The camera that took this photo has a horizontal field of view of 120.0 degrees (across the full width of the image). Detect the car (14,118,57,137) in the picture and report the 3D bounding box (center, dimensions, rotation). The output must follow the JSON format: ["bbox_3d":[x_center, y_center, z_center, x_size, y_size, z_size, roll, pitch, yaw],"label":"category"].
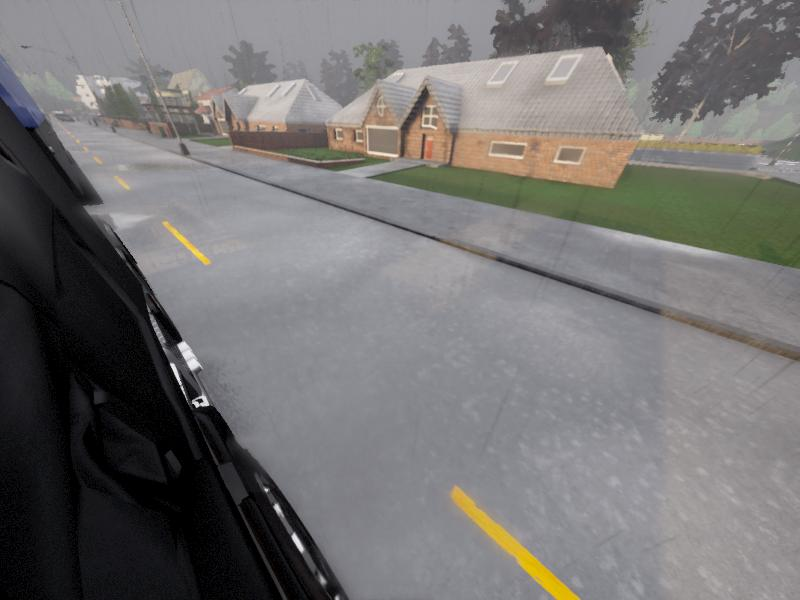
[{"bbox_3d":[-38.587,-18.357,24.532,4.193,1.474,1.816,28,44,30],"label":"car"}]

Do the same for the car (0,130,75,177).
[{"bbox_3d":[-16.961,-6.763,10.485,4.181,1.385,1.994,28,44,30],"label":"car"}]

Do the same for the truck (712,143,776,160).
[{"bbox_3d":[59.659,-25.951,40.236,6.274,2.098,2.390,4,37,1],"label":"truck"}]

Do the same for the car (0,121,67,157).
[{"bbox_3d":[-23.264,-10.196,14.543,4.514,1.525,2.007,28,44,30],"label":"car"}]

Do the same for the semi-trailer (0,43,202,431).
[{"bbox_3d":[-8.700,-3.601,4.231,14.254,4.402,2.717,28,44,30],"label":"semi-trailer"}]

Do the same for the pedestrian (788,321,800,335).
[{"bbox_3d":[5.921,-0.164,2.471,0.751,1.860,0.751,-8,38,-14],"label":"pedestrian"}]

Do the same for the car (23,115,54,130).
[{"bbox_3d":[-53.292,-26.236,34.086,5.008,1.535,1.882,28,44,30],"label":"car"}]

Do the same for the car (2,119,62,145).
[{"bbox_3d":[-30.488,-14.053,19.246,4.514,1.525,2.007,28,44,30],"label":"car"}]

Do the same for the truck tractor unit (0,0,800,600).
[{"bbox_3d":[-2.645,-0.295,0.351,6.516,4.208,3.053,28,44,30],"label":"truck tractor unit"}]
